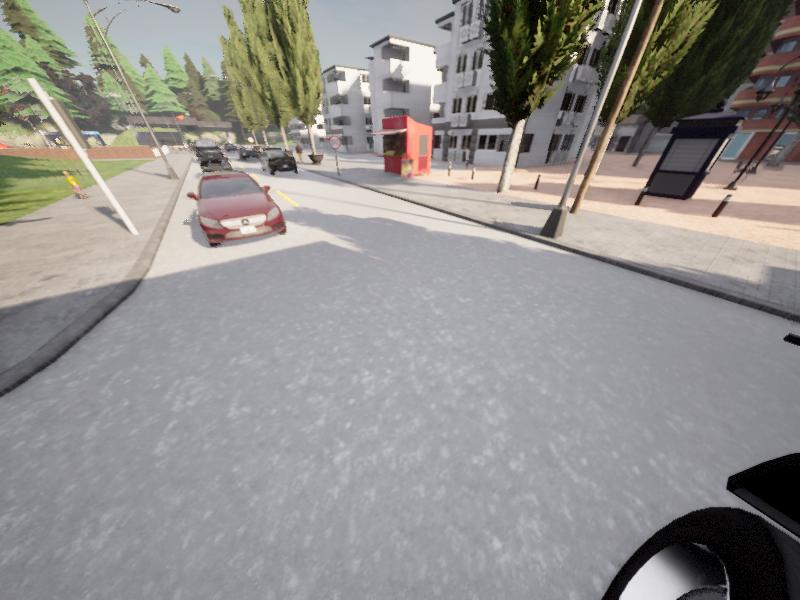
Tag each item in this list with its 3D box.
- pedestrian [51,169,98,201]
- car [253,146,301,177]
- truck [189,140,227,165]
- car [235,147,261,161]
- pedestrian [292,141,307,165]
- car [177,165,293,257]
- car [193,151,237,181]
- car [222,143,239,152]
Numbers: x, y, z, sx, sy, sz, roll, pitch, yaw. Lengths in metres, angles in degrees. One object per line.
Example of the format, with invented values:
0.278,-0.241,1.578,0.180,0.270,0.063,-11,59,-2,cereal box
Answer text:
-13.441,-4.758,9.587,0.500,1.100,0.500,-9,36,-12,pedestrian
-9.659,-10.886,17.996,1.930,1.638,5.238,-23,41,-28,car
-21.734,-16.854,26.159,2.390,2.098,6.274,-22,41,-28,truck
-19.441,-18.671,29.413,1.895,1.301,4.718,-22,41,-28,car
-9.312,-13.620,21.457,0.751,1.860,0.751,-6,36,-8,pedestrian
-4.946,-2.976,6.913,1.812,1.442,4.674,-22,41,-28,car
-13.029,-9.534,16.251,1.816,1.474,4.193,-22,41,-28,car
-34.131,-30.630,46.402,2.033,1.411,5.357,-23,41,-28,car
